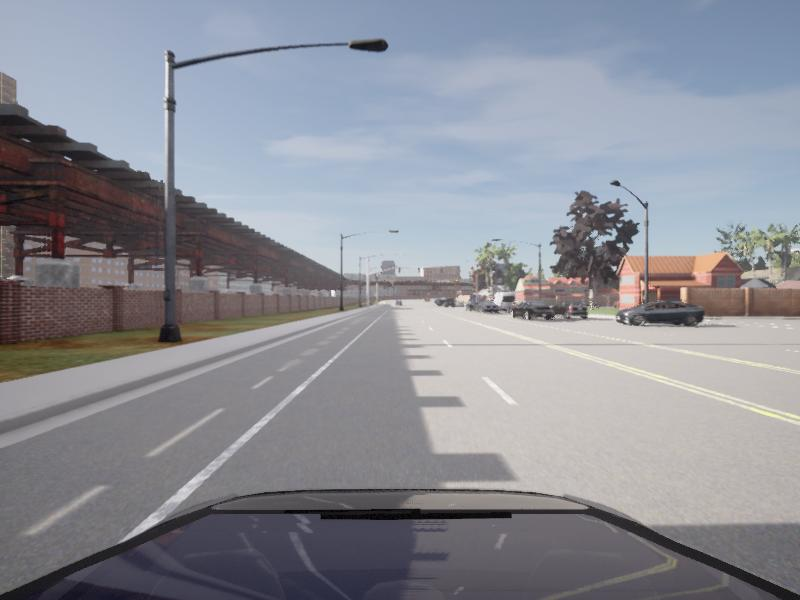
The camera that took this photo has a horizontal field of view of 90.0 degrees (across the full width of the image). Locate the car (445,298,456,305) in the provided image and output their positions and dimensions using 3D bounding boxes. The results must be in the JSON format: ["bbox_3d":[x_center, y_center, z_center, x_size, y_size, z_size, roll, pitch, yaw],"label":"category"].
[{"bbox_3d":[13.742,0.369,109.401,2.150,2.045,5.566,0,1,0],"label":"car"}]

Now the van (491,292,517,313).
[{"bbox_3d":[13.858,0.323,53.748,1.988,2.561,5.915,0,0,0],"label":"van"}]

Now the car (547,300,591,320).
[{"bbox_3d":[14.127,0.814,33.632,1.789,1.549,3.705,0,0,-7],"label":"car"}]

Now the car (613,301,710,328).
[{"bbox_3d":[15.766,0.829,24.383,4.514,1.525,2.007,0,0,10],"label":"car"}]

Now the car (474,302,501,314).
[{"bbox_3d":[10.366,0.896,47.740,2.033,1.411,5.357,0,0,0],"label":"car"}]

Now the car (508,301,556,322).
[{"bbox_3d":[10.551,0.847,32.355,1.837,1.490,4.892,0,0,-6],"label":"car"}]

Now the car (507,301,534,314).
[{"bbox_3d":[13.904,0.854,46.433,1.970,1.475,3.806,0,0,0],"label":"car"}]
